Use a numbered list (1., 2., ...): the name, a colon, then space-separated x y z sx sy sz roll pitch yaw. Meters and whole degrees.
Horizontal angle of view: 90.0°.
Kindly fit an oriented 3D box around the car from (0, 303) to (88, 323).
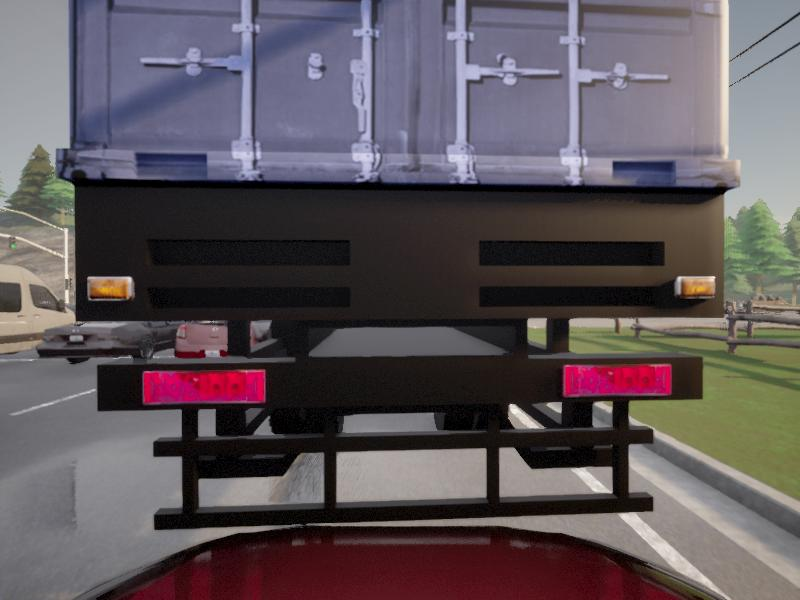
1. car: -27.075 0.948 30.427 4.892 1.490 1.837 0 0 -16

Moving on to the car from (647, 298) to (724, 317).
1. car: 23.528 0.593 33.052 5.008 1.535 1.882 0 0 0

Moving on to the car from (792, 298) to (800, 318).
1. car: 31.950 0.577 29.573 4.193 1.474 1.816 0 0 0

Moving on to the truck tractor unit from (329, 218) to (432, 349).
1. truck tractor unit: -1.167 -0.562 16.381 3.053 4.208 6.516 0 0 -13

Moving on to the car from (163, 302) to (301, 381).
1. car: -3.738 0.817 9.659 1.845 1.501 3.633 0 0 -1

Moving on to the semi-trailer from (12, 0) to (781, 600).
1. semi-trailer: -0.362 -0.650 8.530 2.717 4.402 14.254 0 0 -3

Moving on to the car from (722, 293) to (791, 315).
1. car: 32.500 0.358 36.575 4.605 1.855 1.932 -1 0 0

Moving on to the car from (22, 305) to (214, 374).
1. car: -7.448 0.905 11.488 2.033 1.411 5.357 0 0 -4

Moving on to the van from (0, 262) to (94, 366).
1. van: -10.845 0.357 10.071 1.988 2.561 5.915 0 0 -3
